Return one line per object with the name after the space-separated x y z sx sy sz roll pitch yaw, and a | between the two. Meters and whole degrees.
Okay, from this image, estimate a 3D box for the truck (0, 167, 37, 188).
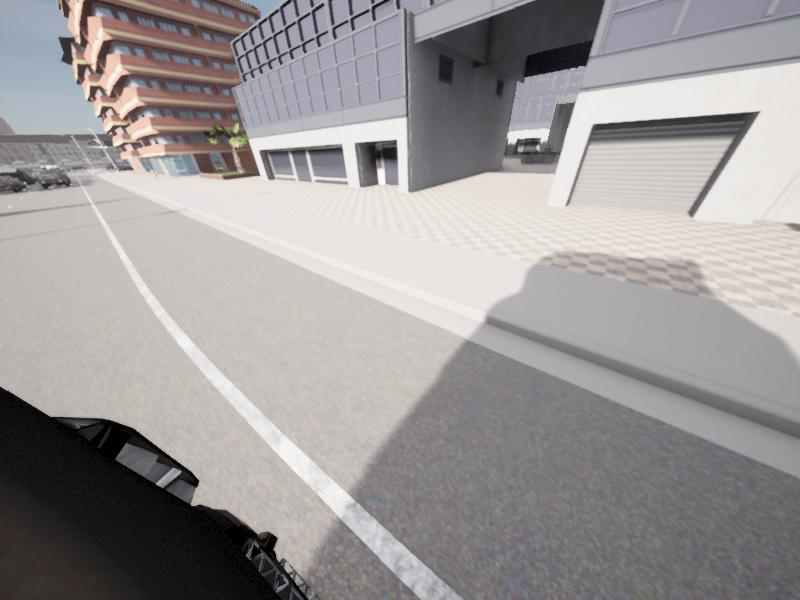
-52.148 -16.594 31.141 6.274 2.098 2.390 22 41 33 | truck

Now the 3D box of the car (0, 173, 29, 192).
-45.330 -13.566 26.558 4.974 1.542 2.038 22 41 33 | car

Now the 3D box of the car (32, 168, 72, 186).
-44.569 -15.844 29.700 4.553 1.767 2.097 22 41 33 | car

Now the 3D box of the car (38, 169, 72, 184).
-50.794 -18.326 34.082 5.027 1.651 2.152 22 41 33 | car

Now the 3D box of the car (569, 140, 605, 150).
34.811 -28.925 43.050 4.892 1.490 1.837 24 42 32 | car

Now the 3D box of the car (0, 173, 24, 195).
-40.039 -11.453 22.834 4.611 1.667 2.242 22 41 33 | car

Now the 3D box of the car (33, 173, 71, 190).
-39.192 -13.436 26.102 4.718 1.301 1.895 22 41 33 | car

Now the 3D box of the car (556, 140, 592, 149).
35.039 -31.332 46.639 5.357 1.411 2.033 24 42 32 | car

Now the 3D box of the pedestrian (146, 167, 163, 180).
-28.827 -14.866 27.114 0.751 1.300 0.751 -21 38 -25 | pedestrian
